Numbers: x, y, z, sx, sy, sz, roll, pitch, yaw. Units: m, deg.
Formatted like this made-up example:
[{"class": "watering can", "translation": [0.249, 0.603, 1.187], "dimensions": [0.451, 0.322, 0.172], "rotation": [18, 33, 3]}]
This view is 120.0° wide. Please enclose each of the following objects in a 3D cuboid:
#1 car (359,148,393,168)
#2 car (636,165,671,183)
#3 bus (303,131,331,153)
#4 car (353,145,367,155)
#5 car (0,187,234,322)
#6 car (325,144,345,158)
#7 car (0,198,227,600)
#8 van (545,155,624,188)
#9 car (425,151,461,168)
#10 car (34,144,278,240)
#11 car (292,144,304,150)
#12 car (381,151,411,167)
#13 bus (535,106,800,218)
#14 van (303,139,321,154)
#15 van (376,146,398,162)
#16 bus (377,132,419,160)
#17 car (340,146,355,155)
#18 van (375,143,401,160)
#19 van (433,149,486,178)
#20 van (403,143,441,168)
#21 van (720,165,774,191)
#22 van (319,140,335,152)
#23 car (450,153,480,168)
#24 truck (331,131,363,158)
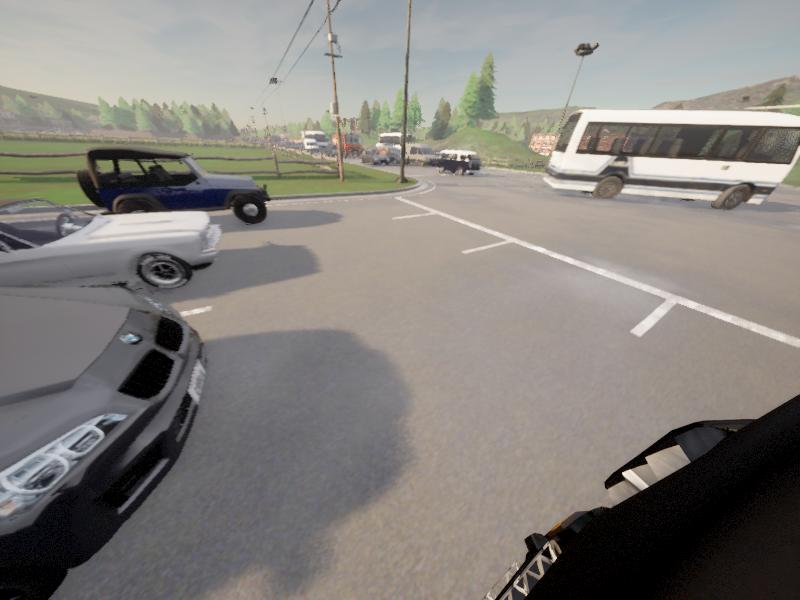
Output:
[{"class": "car", "translation": [-3.014, -17.380, 28.187], "dimensions": [2.242, 1.667, 4.611], "rotation": [-16, 39, -26]}, {"class": "car", "translation": [29.641, -14.855, 27.075], "dimensions": [2.163, 1.488, 4.792], "rotation": [29, 42, 33]}, {"class": "bus", "translation": [-21.589, -40.991, 59.796], "dimensions": [3.944, 4.253, 10.273], "rotation": [-16, 38, -26]}, {"class": "car", "translation": [-9.532, -35.588, 54.754], "dimensions": [1.905, 1.878, 3.866], "rotation": [-16, 39, -26]}, {"class": "car", "translation": [-5.551, -0.781, 3.499], "dimensions": [4.718, 1.301, 1.895], "rotation": [-16, 38, -26]}, {"class": "car", "translation": [-11.306, -25.706, 39.849], "dimensions": [1.932, 1.855, 4.605], "rotation": [-16, 38, -26]}, {"class": "car", "translation": [-3.840, 0.813, 0.907], "dimensions": [4.611, 1.667, 2.242], "rotation": [-14, 37, -23]}, {"class": "van", "translation": [15.552, -11.099, 19.884], "dimensions": [4.480, 2.038, 2.069], "rotation": [11, 36, 13]}, {"class": "car", "translation": [5.984, -20.037, 32.905], "dimensions": [2.152, 1.651, 5.027], "rotation": [-16, 38, -26]}, {"class": "car", "translation": [-5.925, -3.168, 6.510], "dimensions": [3.866, 1.878, 1.905], "rotation": [-16, 38, -26]}, {"class": "car", "translation": [-28.087, -42.191, 63.682], "dimensions": [1.994, 1.385, 4.181], "rotation": [-16, 38, -26]}, {"class": "car", "translation": [-0.615, -18.788, 30.647], "dimensions": [1.837, 1.490, 4.892], "rotation": [-16, 38, -26]}, {"class": "bus", "translation": [14.370, -7.951, 13.077], "dimensions": [10.273, 4.253, 3.944], "rotation": [11, 37, 12]}, {"class": "van", "translation": [-19.591, -34.232, 51.390], "dimensions": [1.988, 2.561, 5.915], "rotation": [-16, 38, -26]}, {"class": "van", "translation": [-2.223, -24.481, 38.600], "dimensions": [1.775, 1.987, 4.442], "rotation": [-16, 38, -26]}, {"class": "bus", "translation": [-0.722, -31.866, 47.731], "dimensions": [3.944, 4.253, 10.273], "rotation": [-16, 38, -26]}, {"class": "car", "translation": [-12.014, -33.982, 52.570], "dimensions": [1.812, 1.442, 4.674], "rotation": [-16, 38, -26]}, {"class": "van", "translation": [-2.426, -28.751, 44.583], "dimensions": [2.351, 2.431, 6.366], "rotation": [-16, 38, -26]}, {"class": "van", "translation": [5.538, -13.106, 22.123], "dimensions": [2.069, 2.038, 4.480], "rotation": [-19, 39, -29]}, {"class": "van", "translation": [2.775, -19.747, 31.402], "dimensions": [1.988, 2.561, 5.915], "rotation": [-16, 38, -26]}, {"class": "van", "translation": [35.363, -12.646, 23.748], "dimensions": [1.775, 1.987, 4.442], "rotation": [30, 42, 34]}, {"class": "van", "translation": [-20.391, -42.745, 64.156], "dimensions": [2.351, 2.431, 6.366], "rotation": [-16, 38, -26]}, {"class": "car", "translation": [9.414, -20.491, 33.859], "dimensions": [1.851, 1.617, 3.988], "rotation": [-16, 38, -26]}, {"class": "truck", "translation": [-10.005, -29.138, 43.328], "dimensions": [2.891, 3.827, 8.468], "rotation": [-16, 38, -26]}]
